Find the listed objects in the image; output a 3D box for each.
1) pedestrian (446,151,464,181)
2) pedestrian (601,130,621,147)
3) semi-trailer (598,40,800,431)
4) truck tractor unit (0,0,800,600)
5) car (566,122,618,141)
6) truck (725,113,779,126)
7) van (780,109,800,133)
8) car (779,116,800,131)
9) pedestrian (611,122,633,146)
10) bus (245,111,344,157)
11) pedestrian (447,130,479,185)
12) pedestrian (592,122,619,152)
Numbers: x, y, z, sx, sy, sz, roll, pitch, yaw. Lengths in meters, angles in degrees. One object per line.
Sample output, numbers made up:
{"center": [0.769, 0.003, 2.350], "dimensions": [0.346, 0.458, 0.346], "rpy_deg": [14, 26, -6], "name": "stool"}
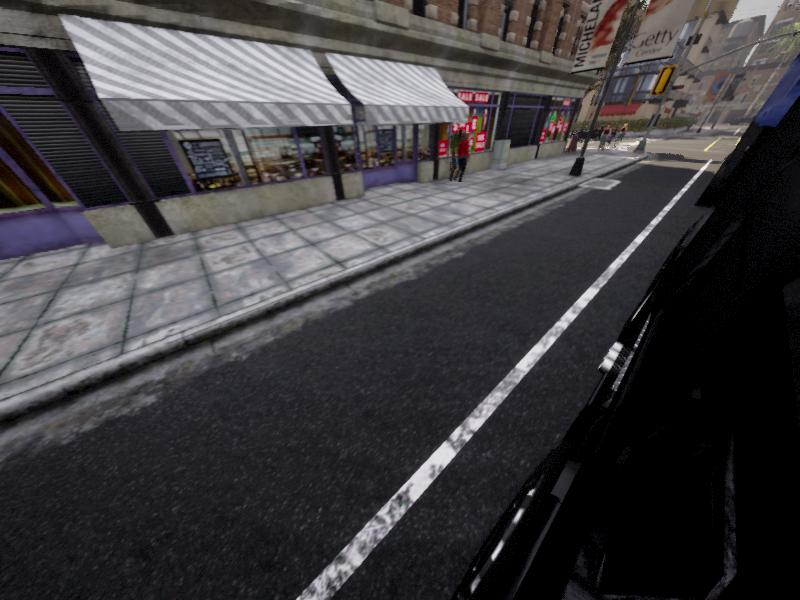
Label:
{"center": [2.471, -6.113, 10.524], "dimensions": [0.500, 1.100, 0.500], "rpy_deg": [-13, 38, -14], "name": "pedestrian"}
{"center": [20.369, -15.559, 22.321], "dimensions": [0.751, 1.300, 0.751], "rpy_deg": [-25, 42, -27], "name": "pedestrian"}
{"center": [8.705, -3.573, 4.260], "dimensions": [14.254, 4.402, 2.717], "rpy_deg": [-28, 43, -30], "name": "semi-trailer"}
{"center": [2.645, -0.295, 0.351], "dimensions": [6.516, 4.208, 3.053], "rpy_deg": [-28, 44, -30], "name": "truck tractor unit"}
{"center": [24.928, -21.932, 30.196], "dimensions": [1.932, 1.855, 4.605], "rpy_deg": [-28, 44, -31], "name": "car"}
{"center": [82.633, -42.473, 54.415], "dimensions": [2.390, 2.098, 6.274], "rpy_deg": [-17, 39, -19], "name": "truck"}
{"center": [54.167, -24.005, 30.884], "dimensions": [6.366, 2.431, 2.351], "rpy_deg": [-28, 43, -30], "name": "van"}
{"center": [60.056, -26.781, 34.960], "dimensions": [4.856, 1.649, 2.033], "rpy_deg": [-28, 43, -30], "name": "car"}
{"center": [22.295, -16.654, 23.216], "dimensions": [0.751, 1.860, 0.751], "rpy_deg": [-23, 41, -25], "name": "pedestrian"}
{"center": [-13.132, -21.726, 30.072], "dimensions": [10.273, 4.253, 3.944], "rpy_deg": [-28, 44, -30], "name": "bus"}
{"center": [2.592, -5.936, 9.641], "dimensions": [0.751, 1.860, 0.751], "rpy_deg": [-30, 44, -32], "name": "pedestrian"}
{"center": [15.819, -12.584, 17.846], "dimensions": [0.751, 1.860, 0.751], "rpy_deg": [-27, 43, -29], "name": "pedestrian"}
